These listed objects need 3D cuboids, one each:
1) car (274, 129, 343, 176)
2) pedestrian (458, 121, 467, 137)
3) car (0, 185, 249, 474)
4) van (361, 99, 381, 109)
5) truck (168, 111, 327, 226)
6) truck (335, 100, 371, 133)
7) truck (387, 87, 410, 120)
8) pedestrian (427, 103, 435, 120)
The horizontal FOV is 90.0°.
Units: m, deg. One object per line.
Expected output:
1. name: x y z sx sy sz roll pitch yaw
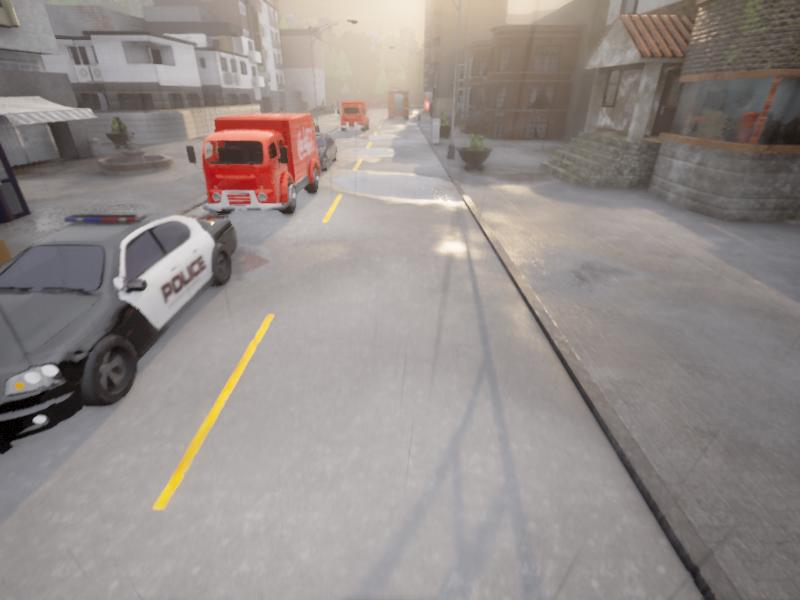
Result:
1. car: -4.065 -7.053 18.752 2.033 1.411 5.357 0 27 0
2. pedestrian: 4.691 -12.874 30.146 0.500 1.100 0.500 -3 27 -6
3. car: -4.020 -0.270 5.440 2.038 1.542 4.974 0 27 0
4. van: -6.623 -45.088 91.903 4.442 1.987 1.775 15 31 27
5. truck: -4.040 -4.221 12.076 2.627 2.467 5.204 0 27 0
6. truck: -4.124 -16.647 36.199 2.627 2.467 5.204 0 27 0
7. truck: -0.185 -27.125 55.080 2.891 3.827 8.468 0 27 0
8. pedestrian: 3.870 -23.544 50.020 0.751 1.860 0.751 -2 27 -5
